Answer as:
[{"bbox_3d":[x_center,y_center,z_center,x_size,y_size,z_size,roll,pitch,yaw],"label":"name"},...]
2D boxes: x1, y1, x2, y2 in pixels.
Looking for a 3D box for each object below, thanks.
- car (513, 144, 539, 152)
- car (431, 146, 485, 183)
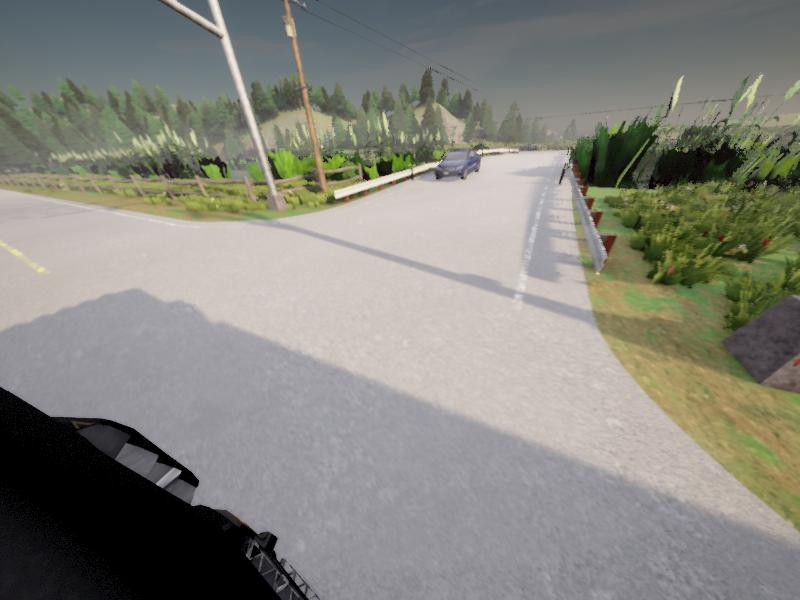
[{"bbox_3d":[26.760,-32.338,49.117,1.994,1.385,4.181,-24,39,-29],"label":"car"},{"bbox_3d":[3.813,-8.770,14.776,1.812,1.442,4.674,16,41,26],"label":"car"}]
